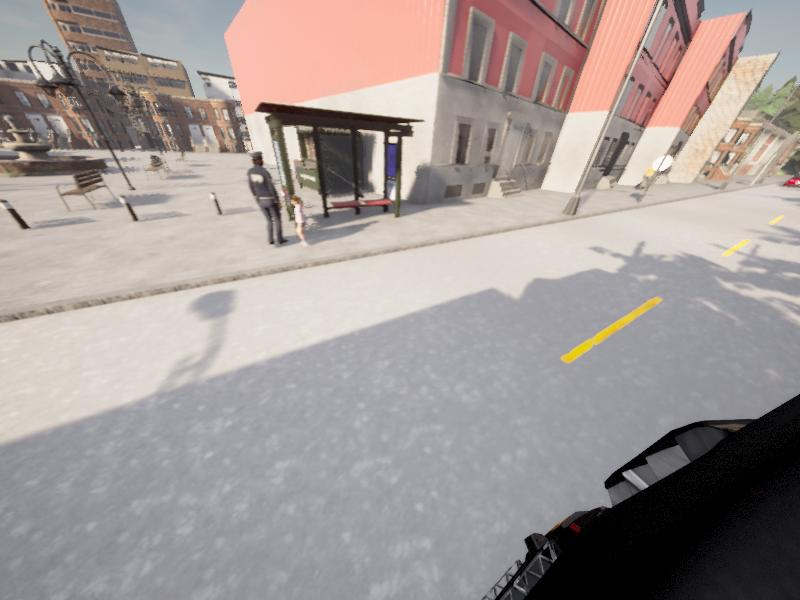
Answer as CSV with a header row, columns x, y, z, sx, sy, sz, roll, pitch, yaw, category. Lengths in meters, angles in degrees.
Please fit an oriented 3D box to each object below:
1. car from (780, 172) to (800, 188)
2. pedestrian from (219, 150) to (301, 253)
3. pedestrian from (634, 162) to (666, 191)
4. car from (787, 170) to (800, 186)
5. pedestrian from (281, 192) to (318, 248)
x,y,z,sx,sy,sz,roll,pitch,yaw,category
49.671,-14.797,28.531,4.514,1.525,2.007,-16,38,-26,car
-2.817,-2.049,4.881,0.751,1.860,0.751,5,34,3,pedestrian
18.912,-9.375,17.524,0.751,1.860,0.751,-15,38,-25,pedestrian
56.763,-17.049,31.980,5.566,2.045,2.150,-16,38,-26,car
-2.243,-1.816,5.262,0.500,1.100,0.500,-3,34,-8,pedestrian
